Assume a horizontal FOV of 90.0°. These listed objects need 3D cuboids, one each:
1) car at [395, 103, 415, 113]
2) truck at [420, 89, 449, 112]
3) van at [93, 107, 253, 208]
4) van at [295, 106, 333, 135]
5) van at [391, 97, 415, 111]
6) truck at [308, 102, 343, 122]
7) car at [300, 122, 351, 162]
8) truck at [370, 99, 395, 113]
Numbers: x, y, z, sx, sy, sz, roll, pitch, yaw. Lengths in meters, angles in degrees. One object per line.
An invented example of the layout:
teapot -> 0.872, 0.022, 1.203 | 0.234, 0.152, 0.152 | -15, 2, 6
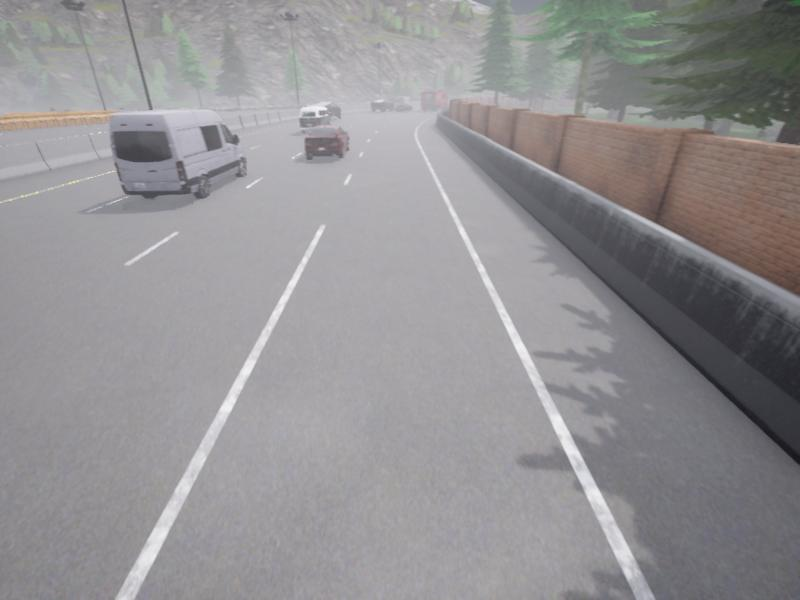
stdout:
car -> 0.964, -35.228, 73.297 | 2.128, 1.511, 4.902 | 9, 29, 18
truck -> 6.863, -38.923, 77.837 | 2.891, 3.827, 8.468 | 11, 29, 21
van -> -7.290, -5.233, 13.982 | 1.988, 2.561, 5.915 | 0, 27, -1
van -> -7.337, -15.608, 34.639 | 2.069, 2.038, 4.480 | 1, 27, 3
van -> 0.675, -39.830, 81.134 | 2.351, 2.431, 6.366 | 11, 29, 21
truck -> -9.227, -23.704, 50.272 | 2.390, 2.098, 6.274 | 4, 28, 8
car -> -3.916, -8.732, 21.847 | 1.882, 1.535, 5.008 | 0, 27, -1
truck -> -3.132, -35.000, 72.145 | 2.390, 2.098, 6.274 | 8, 28, 16
